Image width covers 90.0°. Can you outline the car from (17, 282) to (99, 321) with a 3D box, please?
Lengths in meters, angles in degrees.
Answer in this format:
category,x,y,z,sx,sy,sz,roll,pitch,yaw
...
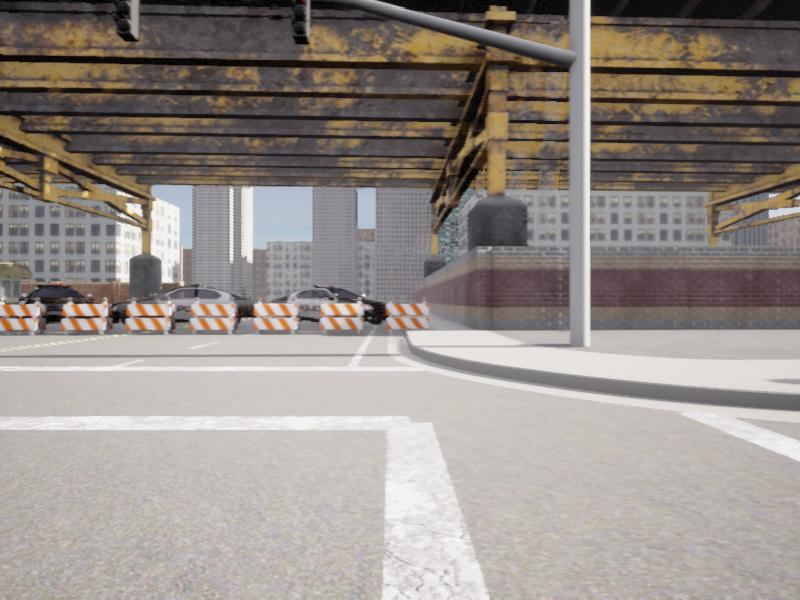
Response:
category,x,y,z,sx,sy,sz,roll,pitch,yaw
car,-12.642,0.049,14.674,4.536,1.218,1.853,0,0,44

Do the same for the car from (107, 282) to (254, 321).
category,x,y,z,sx,sy,sz,roll,pitch,yaw
car,-7.954,0.045,14.679,4.536,1.218,1.853,0,0,-36

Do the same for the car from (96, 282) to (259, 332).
category,x,y,z,sx,sy,sz,roll,pitch,yaw
car,-7.996,0.203,14.648,4.974,1.542,2.038,0,0,-36

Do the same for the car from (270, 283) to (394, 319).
category,x,y,z,sx,sy,sz,roll,pitch,yaw
car,-2.674,0.041,15.460,4.536,1.218,1.853,0,0,29

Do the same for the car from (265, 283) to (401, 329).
category,x,y,z,sx,sy,sz,roll,pitch,yaw
car,-2.629,0.198,15.436,4.974,1.542,2.038,0,0,29

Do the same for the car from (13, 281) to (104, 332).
category,x,y,z,sx,sy,sz,roll,pitch,yaw
car,-12.604,0.206,14.639,4.974,1.542,2.038,0,0,44
